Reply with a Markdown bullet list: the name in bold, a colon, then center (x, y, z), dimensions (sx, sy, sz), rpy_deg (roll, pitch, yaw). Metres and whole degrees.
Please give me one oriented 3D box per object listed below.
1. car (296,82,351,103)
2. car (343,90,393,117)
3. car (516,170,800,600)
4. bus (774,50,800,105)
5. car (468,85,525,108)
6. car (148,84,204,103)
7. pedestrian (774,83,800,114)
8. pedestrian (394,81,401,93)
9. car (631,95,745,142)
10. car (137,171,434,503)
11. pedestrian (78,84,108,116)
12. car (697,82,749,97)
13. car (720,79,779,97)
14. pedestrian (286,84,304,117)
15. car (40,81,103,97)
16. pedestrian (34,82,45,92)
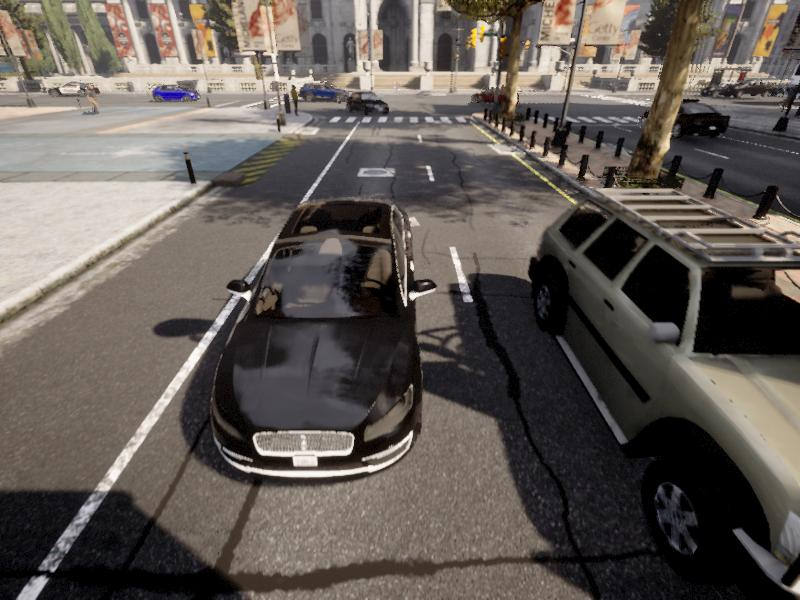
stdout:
- **car**: center (-7.343, -20.231, 38.995), dimensions (4.856, 1.649, 2.033), rpy_deg (1, 30, -1)
- **car**: center (-2.416, -14.375, 29.167), dimensions (1.812, 1.442, 4.674), rpy_deg (-15, 33, -24)
- **car**: center (2.783, 0.230, 3.755), dimensions (1.932, 1.855, 4.605), rpy_deg (0, 30, 0)
- **bus**: center (40.841, -19.648, 35.403), dimensions (10.273, 4.253, 3.944), rpy_deg (0, 30, 0)
- **car**: center (8.409, -18.064, 35.442), dimensions (2.163, 1.488, 4.792), rpy_deg (-15, 33, -24)
- **car**: center (-21.811, -20.161, 39.036), dimensions (4.193, 1.474, 1.816), rpy_deg (0, 30, 0)
- **pedestrian**: center (26.749, -13.805, 27.429), dimensions (0.751, 1.860, 0.751), rpy_deg (-3, 30, -4)
- **pedestrian**: center (-0.310, -26.636, 49.937), dimensions (0.751, 1.300, 0.751), rpy_deg (1, 30, 2)
- **car**: center (14.189, -9.285, 20.264), dimensions (1.930, 1.638, 5.238), rpy_deg (0, 30, 0)
- **car**: center (-0.722, -0.256, 4.960), dimensions (1.837, 1.490, 4.892), rpy_deg (0, 31, 0)
- **pedestrian**: center (-20.350, -13.294, 26.557), dimensions (0.751, 1.860, 0.751), rpy_deg (5, 31, 8)
- **car**: center (36.295, -23.702, 45.057), dimensions (3.806, 1.475, 1.970), rpy_deg (0, 30, 0)
- **car**: center (36.504, -22.221, 41.872), dimensions (3.988, 1.617, 1.851), rpy_deg (0, 30, 0)
- **pedestrian**: center (-6.828, -13.043, 26.127), dimensions (0.751, 1.860, 0.751), rpy_deg (-1, 30, -1)
- **car**: center (-36.883, -23.728, 45.024), dimensions (4.974, 1.542, 2.038), rpy_deg (0, 30, 0)
- **pedestrian**: center (-46.249, -27.361, 51.376), dimensions (0.500, 1.100, 0.500), rpy_deg (2, 30, 3)
